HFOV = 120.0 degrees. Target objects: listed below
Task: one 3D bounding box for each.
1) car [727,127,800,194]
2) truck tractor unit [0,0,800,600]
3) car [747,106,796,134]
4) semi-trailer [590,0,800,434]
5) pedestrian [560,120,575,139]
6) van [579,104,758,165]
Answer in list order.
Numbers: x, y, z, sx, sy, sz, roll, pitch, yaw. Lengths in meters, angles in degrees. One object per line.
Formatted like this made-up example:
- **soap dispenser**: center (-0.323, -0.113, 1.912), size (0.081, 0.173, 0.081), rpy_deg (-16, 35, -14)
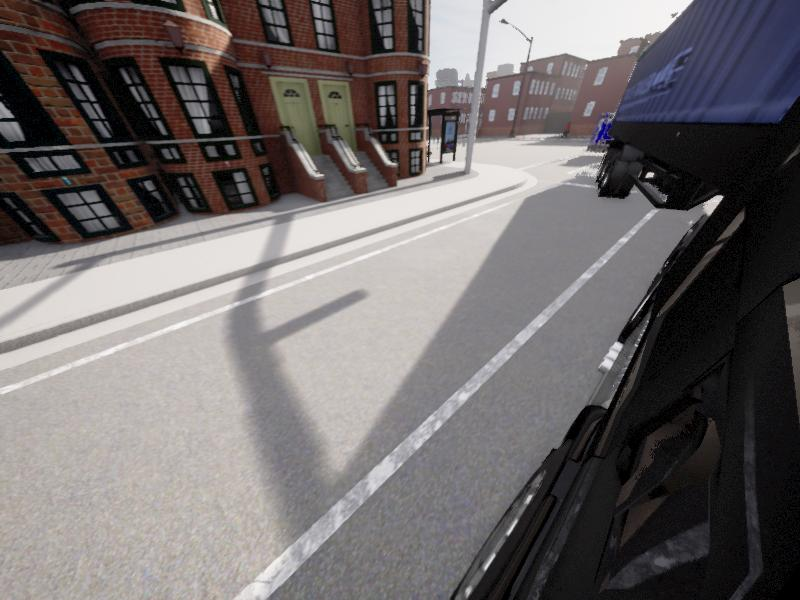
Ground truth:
- **car**: center (14.723, -5.062, 8.151), size (4.856, 1.649, 2.033), rpy_deg (-18, 39, -20)
- **truck tractor unit**: center (2.645, -0.295, 0.352), size (6.516, 4.208, 3.053), rpy_deg (-28, 44, -30)
- **car**: center (38.444, -18.612, 23.884), size (5.238, 1.638, 1.930), rpy_deg (-32, 46, -26)
- **semi-trailer**: center (7.230, -4.320, 5.272), size (2.717, 4.402, 14.254), rpy_deg (19, 42, 25)
- **pedestrian**: center (20.836, -21.156, 28.760), size (0.751, 1.860, 0.751), rpy_deg (-22, 41, -24)
- **van**: center (15.328, -9.918, 13.923), size (2.351, 2.431, 6.366), rpy_deg (-28, 44, -30)
